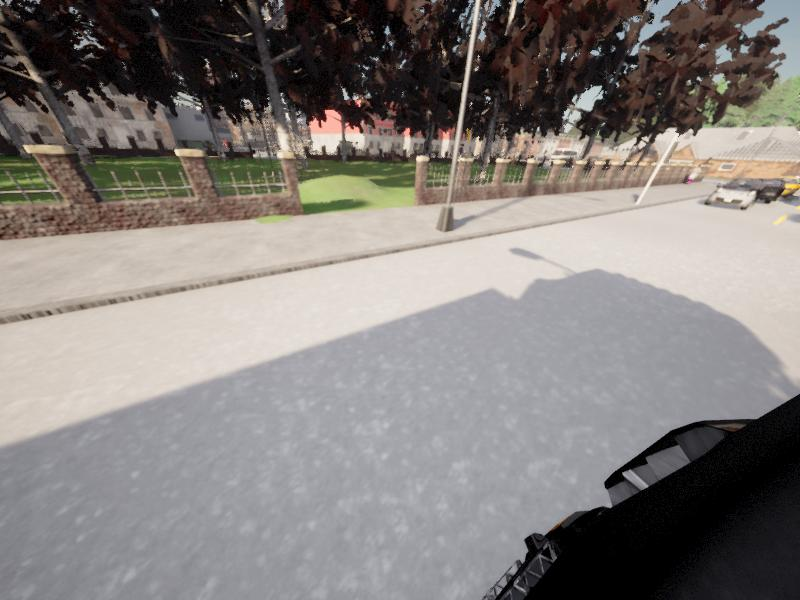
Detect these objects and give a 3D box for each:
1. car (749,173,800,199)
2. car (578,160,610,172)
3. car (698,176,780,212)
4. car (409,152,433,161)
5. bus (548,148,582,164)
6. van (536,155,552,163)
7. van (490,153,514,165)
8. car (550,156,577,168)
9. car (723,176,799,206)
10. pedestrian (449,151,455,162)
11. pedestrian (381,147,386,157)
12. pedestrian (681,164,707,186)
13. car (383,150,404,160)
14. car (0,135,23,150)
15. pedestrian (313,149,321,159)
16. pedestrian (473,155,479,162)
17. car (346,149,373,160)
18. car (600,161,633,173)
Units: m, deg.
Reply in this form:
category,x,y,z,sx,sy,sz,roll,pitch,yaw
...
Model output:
category,x,y,z,sx,sy,sz,roll,pitch,yaw
car,32.172,-9.692,19.518,5.366,1.575,1.801,-16,38,-25
car,34.290,-23.770,40.993,1.845,1.501,3.633,-16,38,-26
car,19.881,-6.313,13.562,3.633,1.501,1.845,-17,38,-27
car,4.522,-30.677,49.291,4.892,1.490,1.837,-17,38,-27
bus,55.820,-48.753,78.240,10.273,4.253,3.944,-16,38,-26
van,46.191,-45.161,74.170,4.442,1.987,1.775,-16,38,-26
van,24.234,-33.689,55.190,2.069,2.038,4.480,-24,42,-35
car,33.878,-28.639,47.981,1.905,1.878,3.866,-15,38,-25
car,25.740,-7.859,16.449,5.357,1.411,2.033,-16,38,-26
pedestrian,10.690,-29.635,47.604,0.751,1.860,0.751,-15,38,-25
pedestrian,-3.730,-33.598,52.540,0.751,1.860,0.751,-18,39,-28
pedestrian,29.685,-12.664,23.343,0.751,1.860,0.751,-16,38,-26
car,-1.302,-29.038,46.337,3.705,1.549,1.789,-16,38,-26
car,-47.765,-18.281,26.712,3.633,1.501,1.845,-16,38,-26
pedestrian,-12.865,-22.669,35.864,0.751,1.300,0.751,-16,38,-26
pedestrian,16.705,-31.055,50.697,0.751,1.300,0.751,-13,37,-23
car,-7.523,-27.249,43.204,4.514,1.525,2.007,-16,38,-26
car,38.696,-23.809,41.376,1.845,1.501,3.633,-16,38,-26
